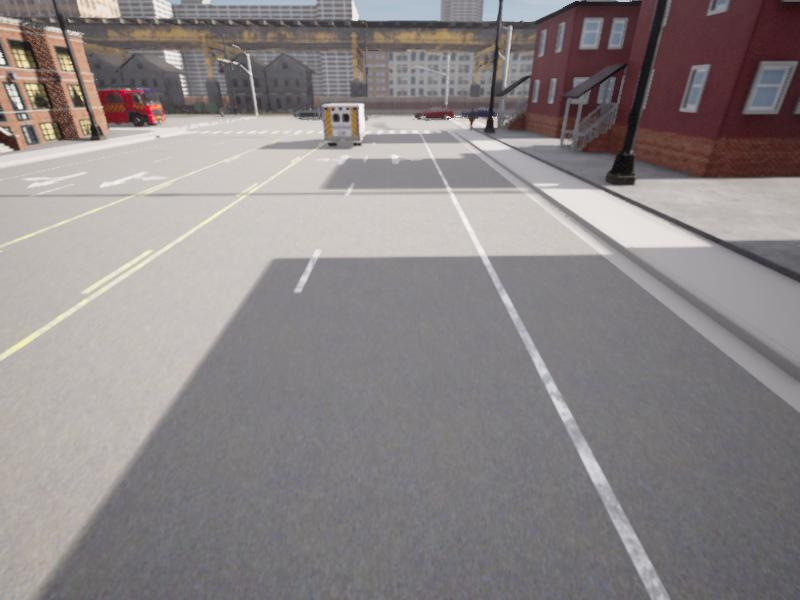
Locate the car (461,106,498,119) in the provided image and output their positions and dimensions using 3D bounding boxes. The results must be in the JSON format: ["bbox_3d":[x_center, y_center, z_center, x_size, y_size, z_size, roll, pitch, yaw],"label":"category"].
[{"bbox_3d":[10.753,-25.497,54.358,4.674,1.442,1.812,0,27,0],"label":"car"}]

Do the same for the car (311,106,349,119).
[{"bbox_3d":[-9.458,-25.484,54.357,4.892,1.490,1.837,0,27,0],"label":"car"}]

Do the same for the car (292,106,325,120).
[{"bbox_3d":[-11.732,-23.903,51.235,3.705,1.549,1.789,0,27,0],"label":"car"}]

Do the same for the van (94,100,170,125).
[{"bbox_3d":[-29.946,-21.071,44.869,6.366,2.431,2.351,0,27,1],"label":"van"}]

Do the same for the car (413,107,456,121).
[{"bbox_3d":[4.293,-23.580,50.567,5.008,1.535,1.882,-4,27,-8],"label":"car"}]

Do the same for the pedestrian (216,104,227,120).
[{"bbox_3d":[-23.076,-24.342,51.743,0.751,1.860,0.751,-3,27,-6],"label":"pedestrian"}]

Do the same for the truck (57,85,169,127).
[{"bbox_3d":[-29.396,-20.061,41.387,8.468,3.827,2.891,0,27,0],"label":"truck"}]

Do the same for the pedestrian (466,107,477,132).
[{"bbox_3d":[5.922,-14.918,33.048,0.751,1.860,0.751,3,27,6],"label":"pedestrian"}]

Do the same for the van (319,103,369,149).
[{"bbox_3d":[-3.525,-11.749,26.713,2.351,2.431,6.366,0,27,0],"label":"van"}]
